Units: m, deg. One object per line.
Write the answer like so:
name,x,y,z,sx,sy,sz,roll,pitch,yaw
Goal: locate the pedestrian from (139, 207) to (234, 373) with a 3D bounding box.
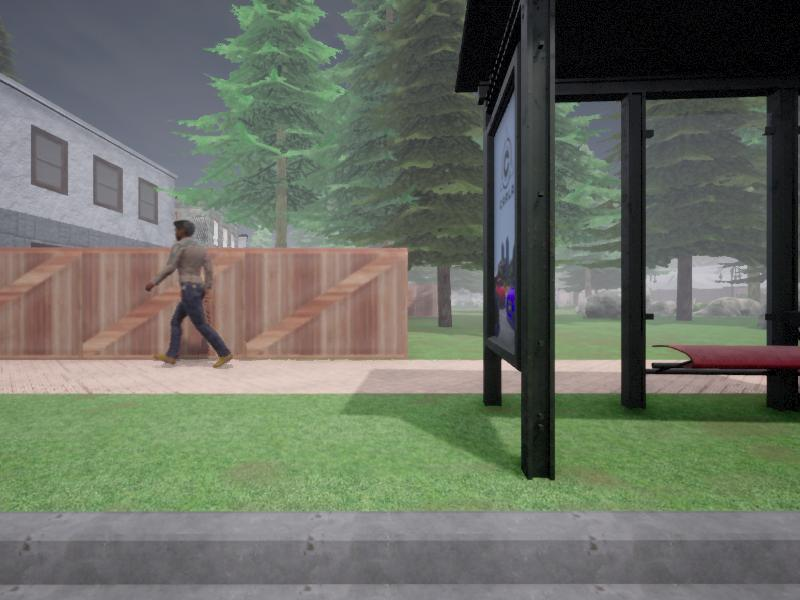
pedestrian,-2.558,-0.115,4.868,0.751,1.860,0.751,0,0,2
